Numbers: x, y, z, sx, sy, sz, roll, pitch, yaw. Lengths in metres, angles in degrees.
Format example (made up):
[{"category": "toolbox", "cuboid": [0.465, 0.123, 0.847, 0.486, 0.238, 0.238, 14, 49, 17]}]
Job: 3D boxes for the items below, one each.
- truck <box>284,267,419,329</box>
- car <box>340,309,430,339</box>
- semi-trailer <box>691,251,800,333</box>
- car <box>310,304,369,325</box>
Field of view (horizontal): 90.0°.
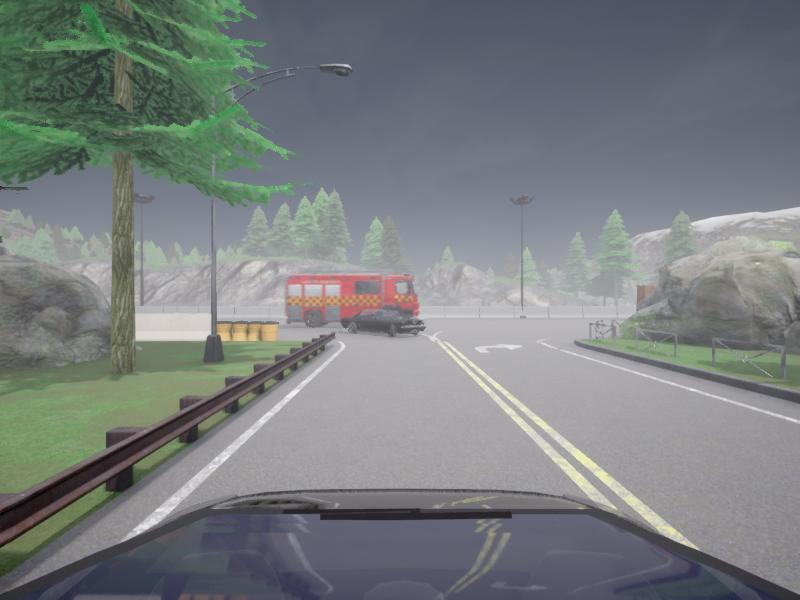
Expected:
[{"category": "truck", "cuboid": [-3.037, -0.125, 26.526, 8.468, 3.827, 2.891, 0, 0, -1]}, {"category": "car", "cuboid": [-0.866, 1.139, 20.452, 4.718, 1.301, 1.895, 0, 0, 44]}, {"category": "semi-trailer", "cuboid": [24.722, -0.422, 23.227, 14.254, 4.402, 2.717, 0, 0, -4]}, {"category": "car", "cuboid": [-4.445, 1.050, 30.019, 4.193, 1.474, 1.816, 0, 0, -1]}]
